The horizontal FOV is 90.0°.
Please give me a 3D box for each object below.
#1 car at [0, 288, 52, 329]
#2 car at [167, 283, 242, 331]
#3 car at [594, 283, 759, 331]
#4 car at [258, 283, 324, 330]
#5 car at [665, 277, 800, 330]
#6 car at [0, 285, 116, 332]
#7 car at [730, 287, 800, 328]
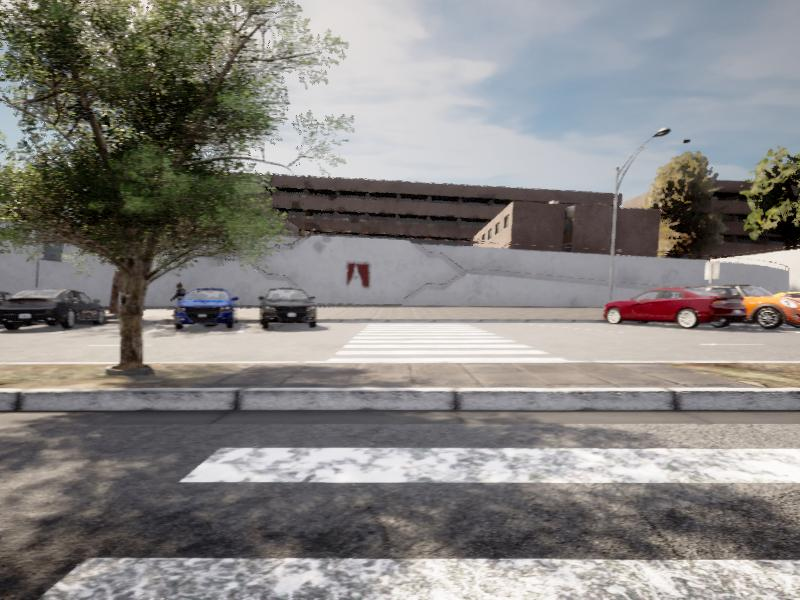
[{"bbox_3d":[-16.272,0.341,15.715,2.231,1.521,4.892,0,-1,-18],"label":"car"},{"bbox_3d":[-7.400,0.275,15.652,2.097,1.535,5.008,0,-1,-20],"label":"car"},{"bbox_3d":[10.434,0.264,15.674,2.097,1.535,5.008,0,-1,-20],"label":"car"},{"bbox_3d":[-4.438,0.259,15.654,2.097,1.535,5.008,0,-1,-20],"label":"car"},{"bbox_3d":[13.403,0.158,15.721,2.185,1.767,4.553,1,-1,-20],"label":"car"},{"bbox_3d":[-13.313,0.317,15.666,2.231,1.521,4.892,0,-1,-19],"label":"car"},{"bbox_3d":[16.457,0.302,15.522,1.946,1.575,5.366,1,-1,-20],"label":"car"}]
